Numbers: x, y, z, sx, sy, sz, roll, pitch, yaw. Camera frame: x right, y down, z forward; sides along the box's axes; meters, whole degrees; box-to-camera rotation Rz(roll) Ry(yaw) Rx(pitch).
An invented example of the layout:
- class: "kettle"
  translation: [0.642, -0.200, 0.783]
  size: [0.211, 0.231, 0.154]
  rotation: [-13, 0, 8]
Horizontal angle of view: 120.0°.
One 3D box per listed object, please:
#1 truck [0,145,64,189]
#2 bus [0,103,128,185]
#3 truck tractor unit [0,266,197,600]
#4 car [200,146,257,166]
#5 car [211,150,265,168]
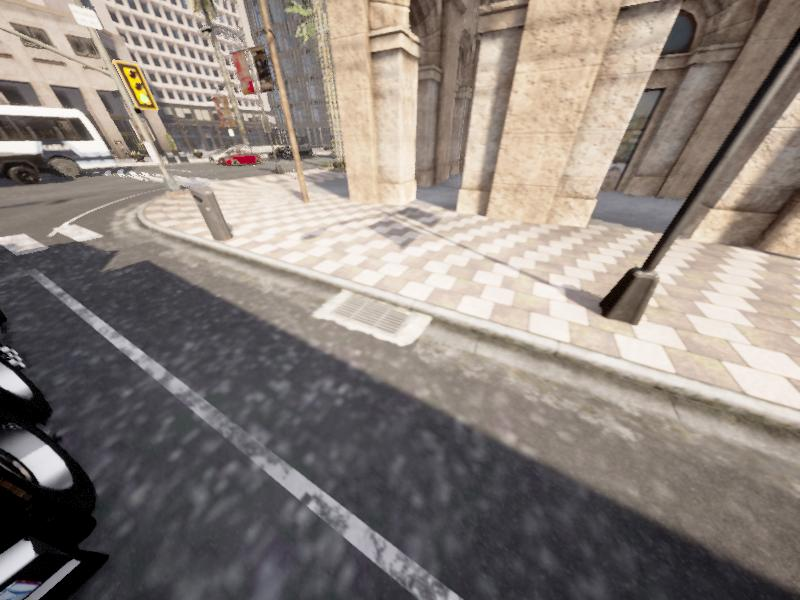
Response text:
- class: "truck"
  translation: [-24.945, -7.388, 12.993]
  size: [2.390, 2.098, 6.274]
  rotation: [17, 38, 23]
- class: "bus"
  translation: [-26.941, -10.232, 15.209]
  size: [3.944, 4.253, 10.273]
  rotation: [17, 39, 23]
- class: "truck tractor unit"
  translation: [-5.114, -0.299, 0.774]
  size: [6.516, 4.208, 3.053]
  rotation: [18, 39, 24]
- class: "car"
  translation: [-19.850, -16.940, 27.054]
  size: [2.242, 1.667, 4.611]
  rotation: [17, 38, 23]
- class: "car"
  translation: [-17.302, -15.307, 24.946]
  size: [1.994, 1.385, 4.181]
  rotation: [17, 38, 23]
